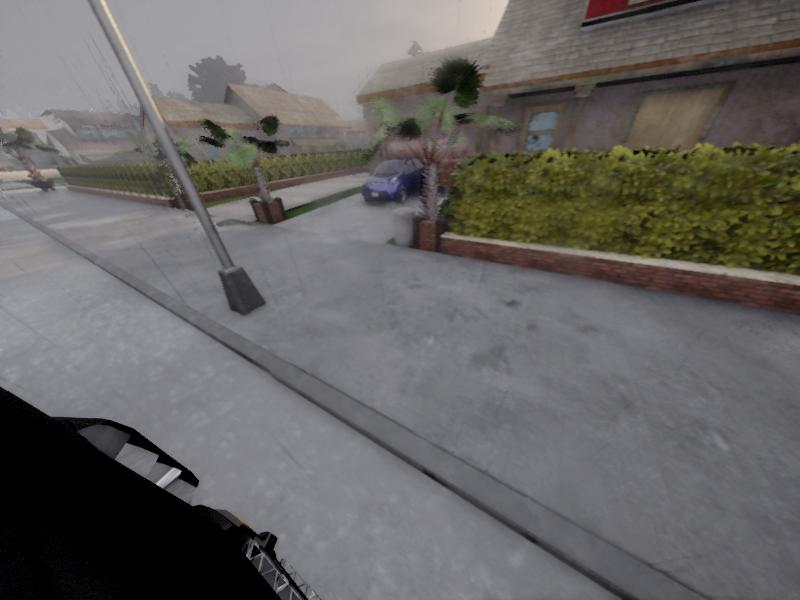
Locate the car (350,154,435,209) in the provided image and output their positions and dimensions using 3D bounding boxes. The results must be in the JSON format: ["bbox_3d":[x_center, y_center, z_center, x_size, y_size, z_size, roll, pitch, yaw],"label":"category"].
[{"bbox_3d":[-0.092,-5.021,9.545,1.845,1.501,3.633,14,37,24],"label":"car"}]
